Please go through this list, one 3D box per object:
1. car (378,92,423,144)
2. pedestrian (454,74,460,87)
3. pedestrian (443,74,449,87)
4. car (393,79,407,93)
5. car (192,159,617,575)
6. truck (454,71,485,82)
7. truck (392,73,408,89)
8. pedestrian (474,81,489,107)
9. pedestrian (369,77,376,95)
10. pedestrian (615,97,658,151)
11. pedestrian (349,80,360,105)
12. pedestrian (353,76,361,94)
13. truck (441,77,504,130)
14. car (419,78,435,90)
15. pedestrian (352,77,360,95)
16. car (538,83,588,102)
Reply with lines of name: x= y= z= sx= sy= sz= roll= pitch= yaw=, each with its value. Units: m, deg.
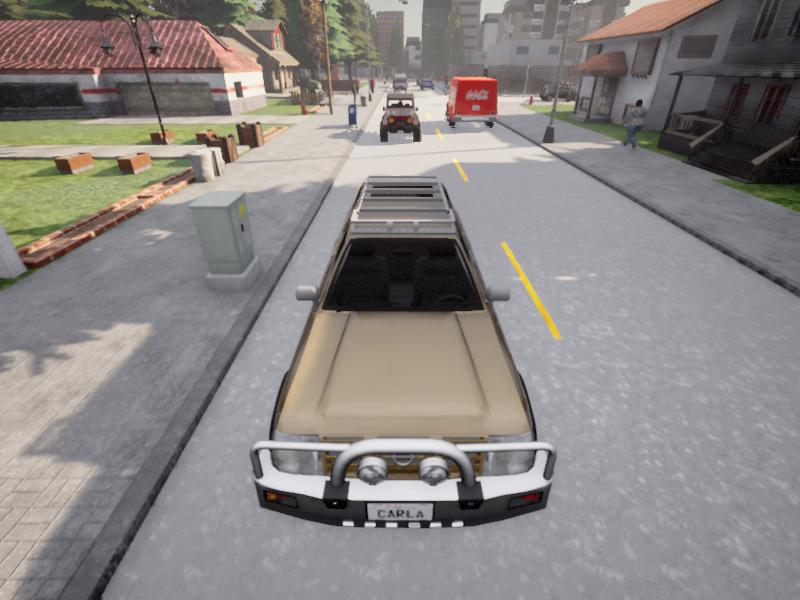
car: x=0.023 y=-8.775 z=19.155 sx=1.905 sy=1.878 sz=3.866 roll=0 pitch=30 yaw=0
pedestrian: x=9.225 y=-35.345 z=64.415 sx=0.751 sy=1.860 sz=0.751 roll=0 pitch=30 yaw=-1
pedestrian: x=7.668 y=-36.571 z=66.510 sx=0.751 sy=1.860 sz=0.751 roll=-3 pitch=30 yaw=-5
car: x=0.031 y=-29.437 z=54.932 sx=1.816 sy=1.474 sz=4.193 roll=0 pitch=30 yaw=0
car: x=0.028 y=-0.072 z=4.273 sx=1.932 sy=1.855 sz=4.605 roll=0 pitch=31 yaw=0
truck: x=15.489 y=-49.889 z=89.329 sx=6.274 sy=2.098 sz=2.390 roll=0 pitch=30 yaw=0
truck: x=0.028 y=-34.352 z=62.725 sx=2.390 sy=2.098 sz=6.274 roll=0 pitch=30 yaw=0
pedestrian: x=6.646 y=-16.851 z=32.763 sx=0.751 sy=1.860 sz=0.751 roll=-16 pitch=34 yaw=-25
pedestrian: x=-3.214 y=-24.964 z=46.637 sx=0.751 sy=1.860 sz=0.751 roll=-2 pitch=30 yaw=-4
pedestrian: x=9.301 y=-6.952 z=15.821 sx=0.751 sy=1.860 sz=0.751 roll=-1 pitch=30 yaw=-2
pedestrian: x=-3.894 y=-17.795 z=34.367 sx=0.751 sy=1.860 sz=0.751 roll=-7 pitch=31 yaw=-12
pedestrian: x=-5.144 y=-25.760 z=47.997 sx=0.751 sy=1.860 sz=0.751 roll=0 pitch=30 yaw=0
truck: x=4.028 y=-11.653 z=23.509 sx=2.627 sy=2.467 sz=5.204 roll=0 pitch=30 yaw=-1
car: x=4.031 y=-32.389 z=59.936 sx=2.007 sy=1.525 sz=4.514 roll=0 pitch=30 yaw=0
pedestrian: x=-5.093 y=-24.899 z=46.524 sx=0.751 sy=1.860 sz=0.751 roll=0 pitch=30 yaw=-1
car: x=16.105 y=-20.659 z=39.791 sx=3.988 sy=1.617 sz=1.851 roll=0 pitch=30 yaw=0
